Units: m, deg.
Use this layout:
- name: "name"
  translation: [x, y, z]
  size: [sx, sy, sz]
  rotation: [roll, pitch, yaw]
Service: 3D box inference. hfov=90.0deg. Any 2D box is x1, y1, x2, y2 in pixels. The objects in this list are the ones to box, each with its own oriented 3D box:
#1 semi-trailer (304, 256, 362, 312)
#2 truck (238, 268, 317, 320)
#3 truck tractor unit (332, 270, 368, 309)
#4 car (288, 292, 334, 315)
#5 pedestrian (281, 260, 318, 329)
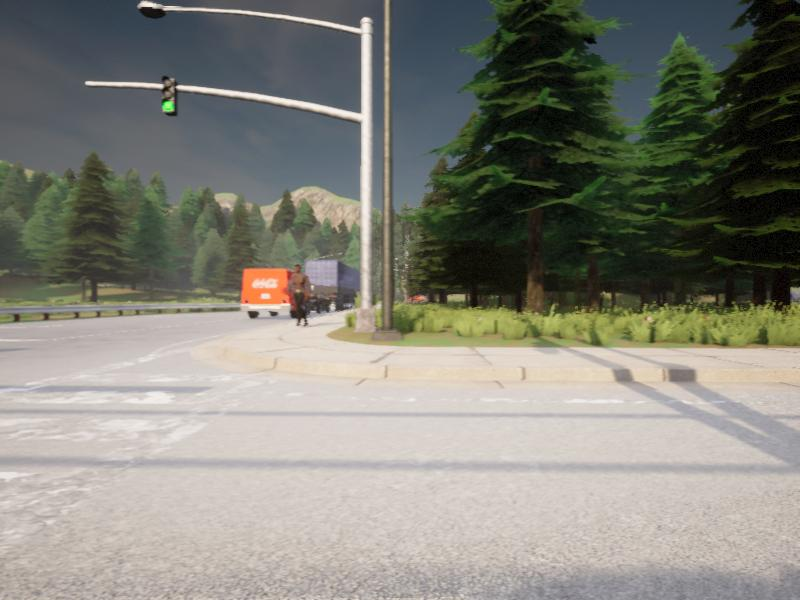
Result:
- name: "semi-trailer"
  translation: [-5.931, -1.263, 38.514]
  size: [2.717, 4.402, 14.254]
  rotation: [0, 0, 2]
- name: "truck"
  translation: [-6.378, -0.284, 21.633]
  size: [2.627, 2.467, 5.204]
  rotation: [0, 0, 1]
- name: "truck tractor unit"
  translation: [-5.637, -1.163, 46.421]
  size: [3.053, 4.208, 6.516]
  rotation: [0, 0, 3]
- name: "car"
  translation: [-6.315, 0.205, 29.084]
  size: [2.128, 1.511, 4.902]
  rotation: [0, 0, 2]
- name: "pedestrian"
  translation: [-2.841, -0.148, 11.351]
  size: [0.751, 1.860, 0.751]
  rotation: [0, 0, 16]
